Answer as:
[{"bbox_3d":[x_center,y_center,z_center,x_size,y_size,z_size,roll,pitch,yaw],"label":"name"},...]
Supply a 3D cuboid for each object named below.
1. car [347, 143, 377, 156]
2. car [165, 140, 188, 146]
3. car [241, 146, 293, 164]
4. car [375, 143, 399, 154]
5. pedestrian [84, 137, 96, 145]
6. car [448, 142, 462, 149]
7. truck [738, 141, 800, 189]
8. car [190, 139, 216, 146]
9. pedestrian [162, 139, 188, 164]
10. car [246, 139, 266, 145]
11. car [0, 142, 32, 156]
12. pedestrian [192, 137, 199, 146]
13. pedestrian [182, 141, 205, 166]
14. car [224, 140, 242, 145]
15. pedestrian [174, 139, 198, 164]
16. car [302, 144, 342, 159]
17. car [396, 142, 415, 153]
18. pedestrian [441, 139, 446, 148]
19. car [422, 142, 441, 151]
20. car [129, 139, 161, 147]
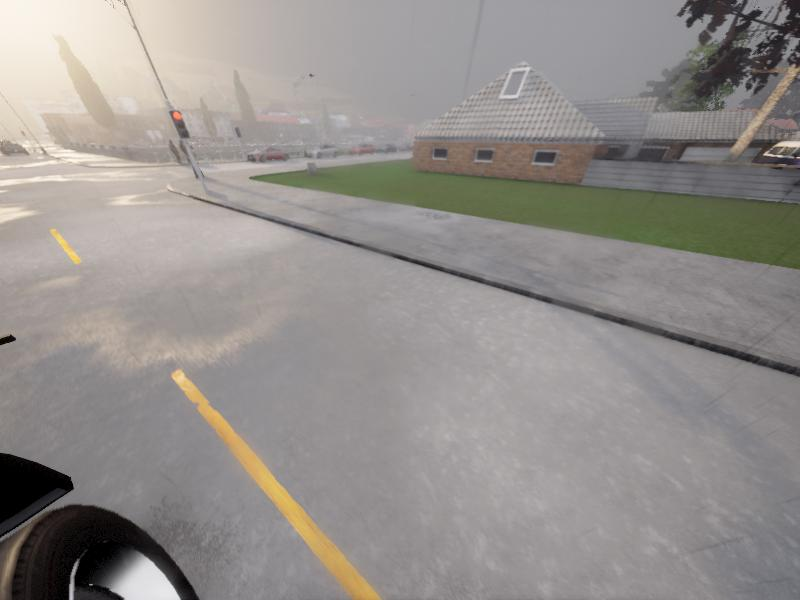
[{"bbox_3d":[-5.711,-23.018,35.298,2.007,1.525,4.514,21,40,27],"label":"car"},{"bbox_3d":[-61.412,-43.286,63.597,1.970,1.475,3.806,21,40,27],"label":"car"},{"bbox_3d":[-14.206,-15.707,24.940,1.994,1.385,4.181,21,40,26],"label":"car"},{"bbox_3d":[-2.177,-26.014,39.645,1.816,1.474,4.193,21,40,27],"label":"car"},{"bbox_3d":[-81.353,-41.744,60.639,0.751,1.860,0.751,-9,36,-12],"label":"pedestrian"},{"bbox_3d":[14.291,-40.042,59.877,1.994,1.385,4.181,22,40,27],"label":"car"},{"bbox_3d":[22.391,-7.671,12.973,2.069,2.038,4.478,21,40,27],"label":"truck"},{"bbox_3d":[-57.830,-46.416,67.946,1.930,1.638,5.238,21,40,27],"label":"car"},{"bbox_3d":[-20.203,-13.324,20.803,0.751,1.860,0.751,1,35,1],"label":"pedestrian"},{"bbox_3d":[-49.063,-53.912,78.709,1.930,1.638,5.238,21,40,27],"label":"car"},{"bbox_3d":[-52.001,-20.375,31.089,4.193,1.474,1.816,21,40,27],"label":"car"},{"bbox_3d":[-54.939,-42.453,61.921,0.751,1.860,0.751,-22,41,-28],"label":"pedestrian"},{"bbox_3d":[-18.866,-13.398,21.133,0.751,1.860,0.751,25,42,30],"label":"pedestrian"},{"bbox_3d":[-53.233,-50.246,73.663,1.970,1.475,3.806,21,40,27],"label":"car"},{"bbox_3d":[-19.951,-13.833,21.530,0.751,1.860,0.751,19,39,24],"label":"pedestrian"},{"bbox_3d":[-9.998,-19.356,30.041,2.007,1.525,4.514,21,40,27],"label":"car"},{"bbox_3d":[1.116,-28.855,43.672,1.845,1.501,3.633,21,40,27],"label":"car"},{"bbox_3d":[11.581,-41.853,61.775,0.751,1.860,0.751,21,40,27],"label":"pedestrian"},{"bbox_3d":[6.999,-33.883,50.888,1.882,1.535,5.008,21,40,27],"label":"car"},{"bbox_3d":[-65.066,-40.221,59.069,2.152,1.651,5.027,21,40,27],"label":"car"}]
